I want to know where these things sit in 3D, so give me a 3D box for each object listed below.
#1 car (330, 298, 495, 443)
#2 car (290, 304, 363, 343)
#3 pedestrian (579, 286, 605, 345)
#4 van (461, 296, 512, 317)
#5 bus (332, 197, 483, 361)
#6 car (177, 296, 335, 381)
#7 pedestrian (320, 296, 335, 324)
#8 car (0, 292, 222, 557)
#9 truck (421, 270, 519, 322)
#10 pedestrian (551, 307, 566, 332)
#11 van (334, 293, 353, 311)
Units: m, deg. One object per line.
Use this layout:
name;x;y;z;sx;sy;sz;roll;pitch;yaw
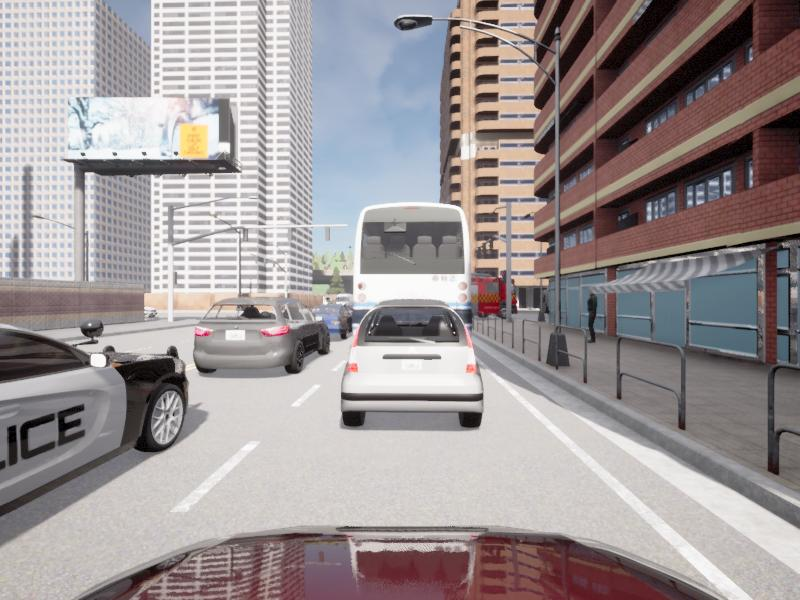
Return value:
car;0.191;0.788;6.481;1.851;1.617;3.988;0;0;2
car;-2.979;0.895;17.527;2.033;1.411;5.357;0;0;2
pedestrian;6.299;0.485;13.133;0.751;1.860;0.751;0;0;26
van;8.010;0.598;37.506;4.442;1.987;1.775;0;0;2
bus;0.342;-0.534;15.571;3.944;4.253;10.273;0;0;2
car;-3.202;0.756;10.151;2.242;1.667;4.611;0;0;2
pedestrian;-4.829;0.637;26.754;0.751;1.860;0.751;0;0;11
car;-3.426;0.771;2.773;1.930;1.638;5.238;0;0;2
truck;5.943;-0.321;33.007;8.468;3.827;2.891;0;0;-36
pedestrian;7.151;0.882;18.076;0.500;1.100;0.500;0;0;5
van;-8.660;0.322;61.725;1.988;2.561;5.915;0;0;2
